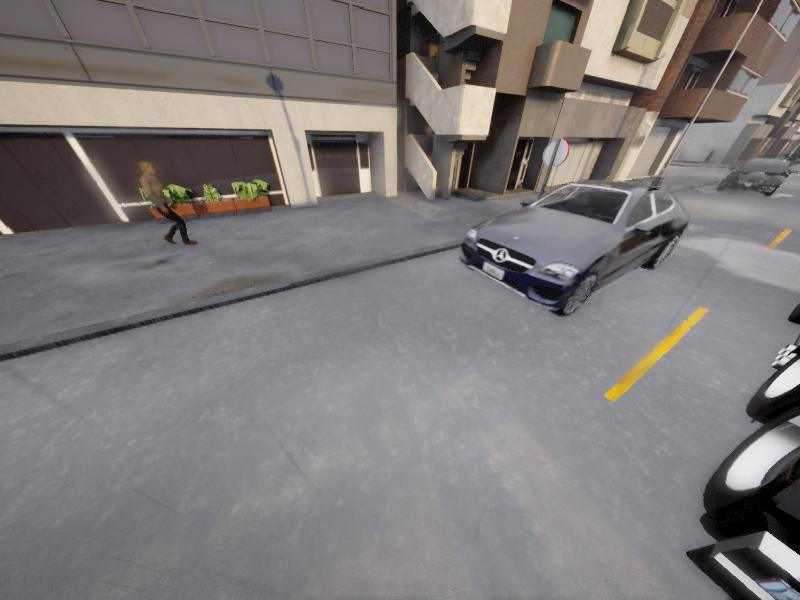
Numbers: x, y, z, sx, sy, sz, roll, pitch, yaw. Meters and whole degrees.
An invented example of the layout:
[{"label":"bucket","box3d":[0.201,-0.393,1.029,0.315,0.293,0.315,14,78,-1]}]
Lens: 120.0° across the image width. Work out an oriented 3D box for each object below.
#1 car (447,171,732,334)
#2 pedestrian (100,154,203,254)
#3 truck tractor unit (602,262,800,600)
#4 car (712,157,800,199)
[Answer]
[{"label":"car","box3d":[3.695,-1.425,4.651,5.027,1.651,2.152,-18,39,-25]},{"label":"pedestrian","box3d":[-5.300,-2.103,5.124,0.751,1.860,0.751,-20,40,-26]},{"label":"truck tractor unit","box3d":[5.107,-0.305,0.786,6.516,4.208,3.053,-18,39,-24]},{"label":"car","box3d":[19.194,-6.640,12.361,4.892,1.490,1.837,-21,40,-27]}]
